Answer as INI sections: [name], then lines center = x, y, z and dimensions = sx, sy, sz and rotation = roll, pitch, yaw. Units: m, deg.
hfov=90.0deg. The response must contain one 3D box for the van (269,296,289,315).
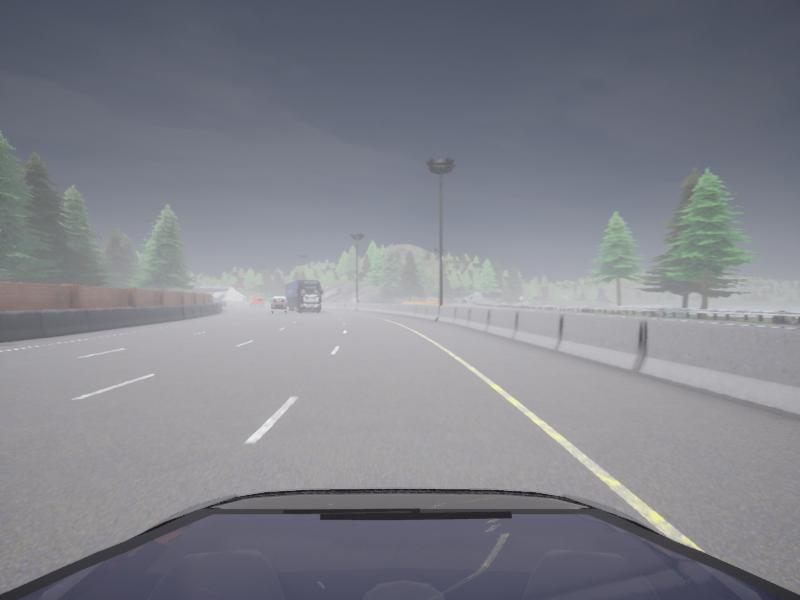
[van]
center = -14.118, 0.612, 46.800
dimensions = 2.069, 2.038, 4.480
rotation = 1, 0, -17

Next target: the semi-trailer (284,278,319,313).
[semi-trailer]
center = -14.404, -0.577, 57.454
dimensions = 2.717, 4.402, 14.254
rotation = 0, 0, -22

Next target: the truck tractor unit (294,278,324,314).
[truck tractor unit]
center = -11.517, -0.484, 50.085
dimensions = 3.053, 4.208, 6.516
rotation = 0, 0, -19

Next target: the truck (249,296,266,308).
[truck]
center = -32.405, 0.444, 90.854
dimensions = 2.627, 2.467, 5.204
rotation = 0, 0, -33
